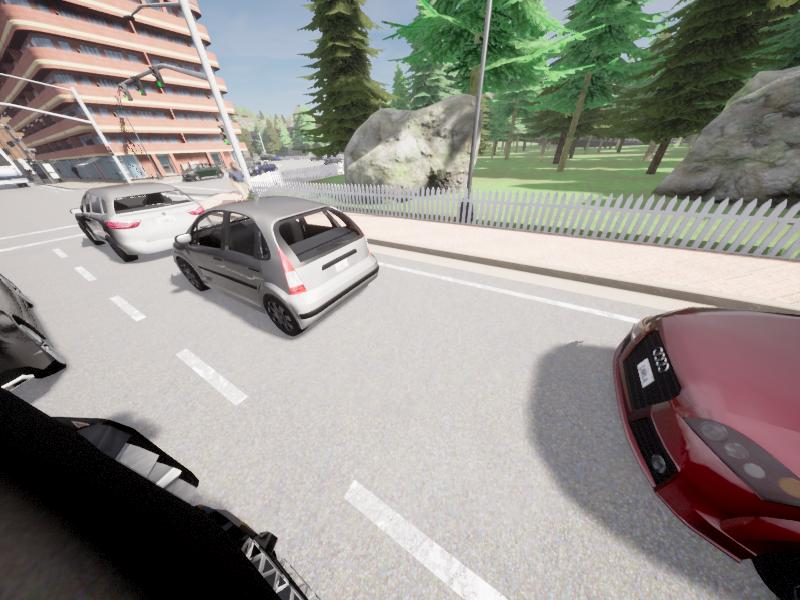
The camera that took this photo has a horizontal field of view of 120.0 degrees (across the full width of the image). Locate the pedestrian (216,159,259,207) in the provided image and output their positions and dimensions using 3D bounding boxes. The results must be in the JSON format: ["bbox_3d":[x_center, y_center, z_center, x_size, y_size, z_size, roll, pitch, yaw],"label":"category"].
[{"bbox_3d":[-7.391,-5.365,10.599,0.751,1.860,0.751,16,38,27],"label":"pedestrian"}]

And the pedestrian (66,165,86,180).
[{"bbox_3d":[-46.003,-18.114,32.793,0.751,1.860,0.751,17,38,27],"label":"pedestrian"}]

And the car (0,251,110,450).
[{"bbox_3d":[-6.015,0.307,2.586,4.902,1.511,2.128,16,38,27],"label":"car"}]

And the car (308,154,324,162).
[{"bbox_3d":[-20.133,-34.108,55.424,1.837,1.490,4.892,-23,38,-27],"label":"car"}]

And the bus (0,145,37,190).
[{"bbox_3d":[-49.466,-15.800,27.737,10.273,4.253,3.944,16,38,27],"label":"bus"}]

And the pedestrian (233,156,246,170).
[{"bbox_3d":[-24.519,-20.938,35.280,0.751,1.860,0.751,3,34,9],"label":"pedestrian"}]

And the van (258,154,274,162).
[{"bbox_3d":[-40.264,-42.609,69.340,4.442,1.987,1.775,17,38,27],"label":"van"}]

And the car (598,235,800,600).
[{"bbox_3d":[3.740,0.999,0.917,4.181,1.385,1.994,18,39,28],"label":"car"}]

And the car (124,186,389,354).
[{"bbox_3d":[-2.423,-0.929,4.082,3.988,1.617,1.851,16,38,27],"label":"car"}]

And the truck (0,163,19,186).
[{"bbox_3d":[-60.299,-18.904,33.628,8.468,3.827,2.891,16,38,27],"label":"truck"}]

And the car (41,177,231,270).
[{"bbox_3d":[-7.775,-2.548,6.878,4.611,1.667,2.242,17,38,27],"label":"car"}]

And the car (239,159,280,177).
[{"bbox_3d":[-16.471,-15.686,27.412,1.970,1.475,3.806,4,34,10],"label":"car"}]

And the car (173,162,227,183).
[{"bbox_3d":[-21.156,-13.662,24.658,1.789,1.549,3.705,9,35,17],"label":"car"}]
